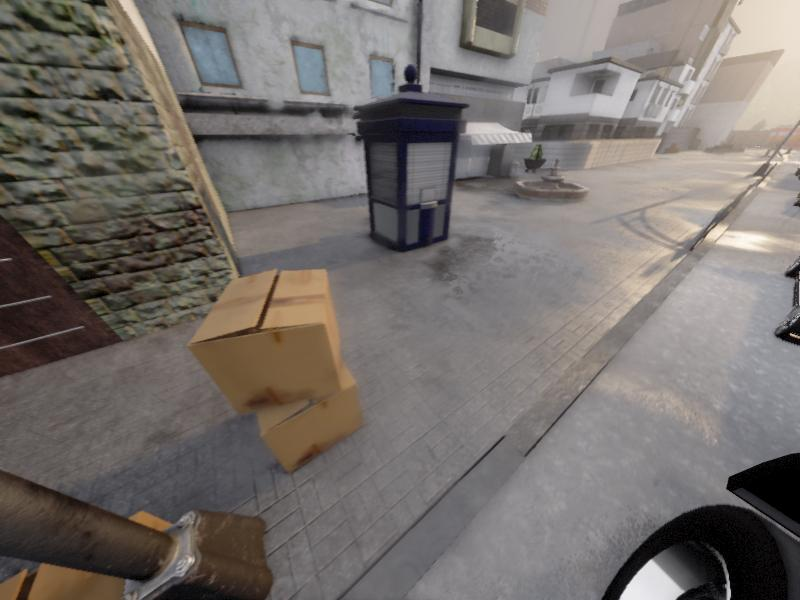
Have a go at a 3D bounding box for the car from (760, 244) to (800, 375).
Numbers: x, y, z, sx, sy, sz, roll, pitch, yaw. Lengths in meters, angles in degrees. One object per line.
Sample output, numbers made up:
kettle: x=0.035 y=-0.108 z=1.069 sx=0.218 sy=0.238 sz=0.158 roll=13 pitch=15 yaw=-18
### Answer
car: x=6.911 y=-0.138 z=2.928 sx=4.718 sy=1.301 sz=1.895 roll=-22 pitch=41 yaw=-28

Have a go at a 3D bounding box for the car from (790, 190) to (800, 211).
car: x=16.700 y=-4.109 z=8.423 sx=4.181 sy=1.385 sz=1.994 roll=-22 pitch=41 yaw=-27

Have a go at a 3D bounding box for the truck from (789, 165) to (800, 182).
truck: x=26.149 y=-8.357 z=13.444 sx=5.204 sy=2.467 sz=2.627 roll=-21 pitch=40 yaw=-28

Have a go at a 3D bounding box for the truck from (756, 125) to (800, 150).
truck: x=76.715 y=-31.069 z=44.088 sx=2.891 sy=3.827 sz=8.468 roll=-22 pitch=41 yaw=-28
